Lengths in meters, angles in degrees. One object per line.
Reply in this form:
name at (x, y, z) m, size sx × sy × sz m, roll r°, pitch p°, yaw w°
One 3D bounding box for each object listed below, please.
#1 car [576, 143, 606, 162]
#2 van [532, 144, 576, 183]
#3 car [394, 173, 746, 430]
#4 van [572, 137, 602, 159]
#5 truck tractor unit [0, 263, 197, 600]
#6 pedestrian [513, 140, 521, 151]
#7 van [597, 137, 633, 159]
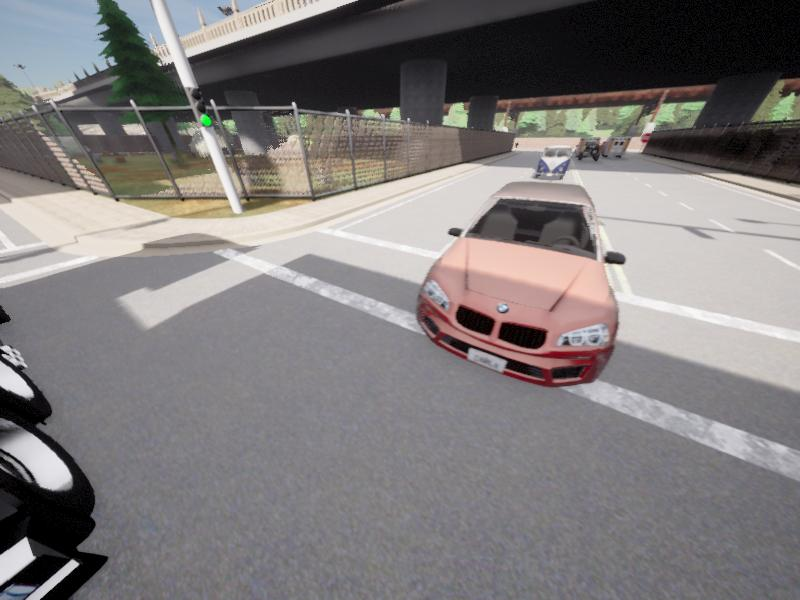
car at (23.523, -18.357, 28.632) m, size 1.932 × 1.855 × 4.605 m, roll 18°, pitch 39°, yaw 24°
van at (10.638, -9.563, 15.991) m, size 1.775 × 1.987 × 4.442 m, roll 18°, pitch 39°, yaw 24°
car at (2.057, -0.890, 3.845) m, size 2.242 × 1.667 × 4.611 m, roll 18°, pitch 38°, yaw 24°
van at (27.544, -22.593, 34.212) m, size 2.351 × 2.431 × 6.366 m, roll 18°, pitch 39°, yaw 24°
truck tractor unit at (-5.111, -0.300, 0.782) m, size 6.516 × 4.208 × 3.053 m, roll 18°, pitch 39°, yaw 24°
pedestrian at (24.128, -31.751, 47.593) m, size 0.751 × 1.860 × 0.751 m, roll -17°, pitch 38°, yaw -22°
van at (31.394, -22.419, 33.933) m, size 2.351 × 2.431 × 6.366 m, roll 18°, pitch 39°, yaw 24°
